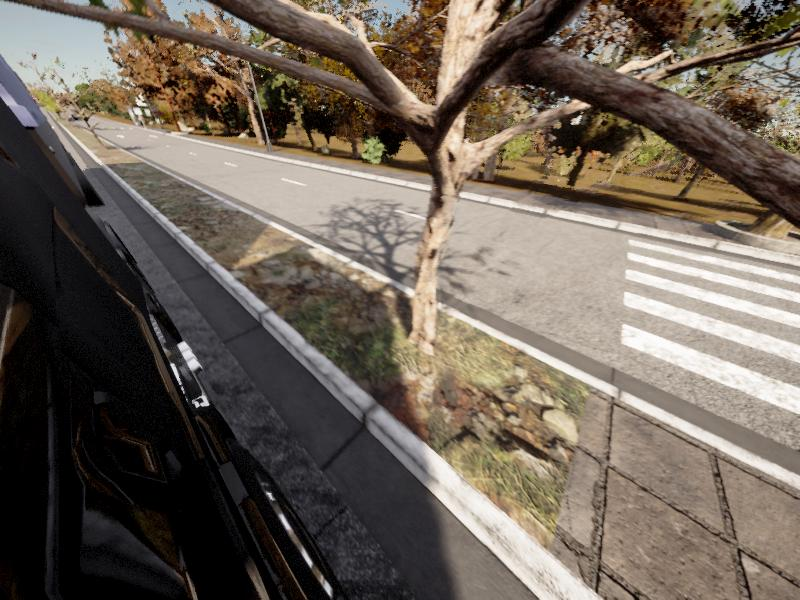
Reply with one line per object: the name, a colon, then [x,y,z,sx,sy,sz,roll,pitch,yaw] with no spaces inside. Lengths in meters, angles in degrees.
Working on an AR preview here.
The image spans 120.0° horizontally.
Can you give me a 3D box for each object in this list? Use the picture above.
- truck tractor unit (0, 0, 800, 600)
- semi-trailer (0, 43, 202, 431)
truck tractor unit: [-2.645,-0.295,0.351,6.516,4.208,3.053,28,44,30]
semi-trailer: [-8.705,-3.577,4.255,14.254,4.402,2.717,28,44,30]
